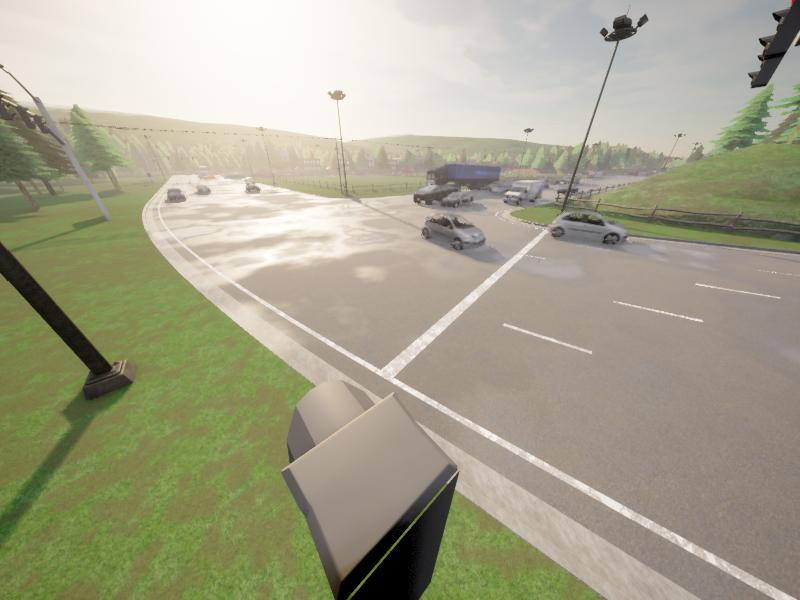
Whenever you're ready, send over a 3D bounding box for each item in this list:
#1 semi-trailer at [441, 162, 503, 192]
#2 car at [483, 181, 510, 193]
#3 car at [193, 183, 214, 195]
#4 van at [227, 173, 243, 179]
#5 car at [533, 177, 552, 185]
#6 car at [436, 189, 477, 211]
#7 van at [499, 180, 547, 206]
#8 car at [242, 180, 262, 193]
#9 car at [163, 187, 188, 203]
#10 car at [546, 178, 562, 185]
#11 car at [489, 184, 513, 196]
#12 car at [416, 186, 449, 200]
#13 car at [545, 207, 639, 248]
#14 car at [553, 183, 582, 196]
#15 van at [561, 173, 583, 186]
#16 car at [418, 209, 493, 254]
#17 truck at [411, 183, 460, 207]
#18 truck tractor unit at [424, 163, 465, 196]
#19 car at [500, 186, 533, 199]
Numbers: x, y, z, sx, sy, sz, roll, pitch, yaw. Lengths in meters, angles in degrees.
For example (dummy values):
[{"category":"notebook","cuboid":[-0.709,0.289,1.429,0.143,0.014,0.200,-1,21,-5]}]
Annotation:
[{"category":"semi-trailer","cuboid":[13.606,-22.757,42.892,14.254,4.402,2.717,-21,36,-34]},{"category":"car","cuboid":[17.824,-20.987,42.689,4.611,1.667,2.242,-23,37,-34]},{"category":"car","cuboid":[-33.563,-19.013,39.425,2.128,1.511,4.902,-22,37,-33]},{"category":"van","cuboid":[-61.648,-46.508,86.525,2.069,2.038,4.480,3,30,5]},{"category":"car","cuboid":[37.799,-31.641,61.187,5.027,1.651,2.152,-23,37,-34]},{"category":"car","cuboid":[6.413,-11.372,26.061,1.930,1.638,5.238,25,38,37]},{"category":"van","cuboid":[15.444,-13.461,28.894,6.366,2.431,2.351,-23,37,-34]},{"category":"car","cuboid":[-26.586,-20.445,41.525,1.905,1.878,3.866,-22,37,-33]},{"category":"car","cuboid":[-30.419,-14.348,31.358,1.837,1.490,4.892,-23,38,-34]},{"category":"car","cuboid":[38.426,-29.579,57.710,3.633,1.501,1.845,-23,37,-34]},{"category":"car","cuboid":[16.466,-18.071,37.777,3.633,1.501,1.845,-23,37,-34]},{"category":"car","cuboid":[4.728,-15.396,33.179,4.892,1.490,1.837,-23,37,-34]},{"category":"car","cuboid":[11.732,-4.639,14.434,3.988,1.617,1.851,20,36,31]},{"category":"car","cuboid":[27.432,-18.153,37.807,5.238,1.638,1.930,-23,37,-34]},{"category":"van","cuboid":[41.724,-29.120,55.902,5.915,2.561,1.988,-23,37,-34]},{"category":"car","cuboid":[3.065,-4.197,13.668,1.851,1.617,3.988,-19,35,-29]},{"category":"truck","cuboid":[4.417,-13.117,28.626,6.274,2.098,2.390,-25,38,-36]},{"category":"truck tractor unit","cuboid":[7.414,-20.147,38.523,6.516,4.208,3.053,-26,36,-31]},{"category":"car","cuboid":[17.591,-16.201,34.671,5.357,1.411,2.033,-23,37,-34]}]
